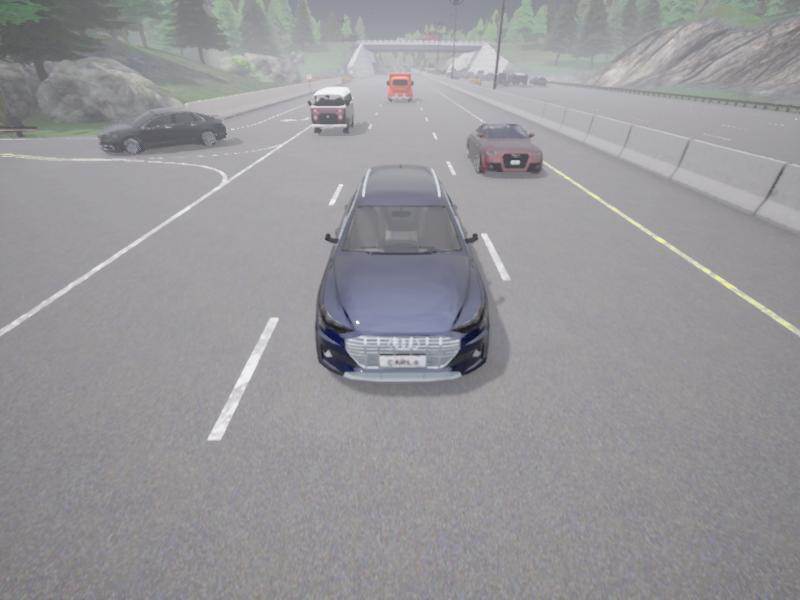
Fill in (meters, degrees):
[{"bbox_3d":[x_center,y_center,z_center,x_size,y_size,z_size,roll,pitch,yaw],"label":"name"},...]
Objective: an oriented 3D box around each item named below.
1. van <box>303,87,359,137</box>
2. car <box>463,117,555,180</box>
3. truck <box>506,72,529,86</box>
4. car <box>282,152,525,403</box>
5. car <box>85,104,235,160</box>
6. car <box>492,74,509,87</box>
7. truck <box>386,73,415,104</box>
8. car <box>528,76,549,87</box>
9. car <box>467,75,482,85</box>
[{"bbox_3d":[-3.486,-10.048,21.180,2.069,2.038,4.480,0,30,0],"label":"van"},{"bbox_3d":[3.508,-5.347,13.804,1.994,1.385,4.181,0,30,0],"label":"car"},{"bbox_3d":[21.031,-39.730,71.930,2.390,2.098,6.274,0,30,0],"label":"truck"},{"bbox_3d":[0.018,-0.857,5.861,2.033,1.649,4.856,0,30,0],"label":"car"},{"bbox_3d":[-9.847,-7.171,16.797,4.892,1.490,1.837,-24,41,-35],"label":"car"},{"bbox_3d":[17.532,-38.584,70.174,1.905,1.878,3.866,0,30,0],"label":"car"},{"bbox_3d":[0.018,-20.780,39.123,2.627,2.467,5.204,0,30,0],"label":"truck"},{"bbox_3d":[24.531,-38.907,71.106,2.128,1.511,4.902,0,30,0],"label":"car"},{"bbox_3d":[14.033,-41.470,75.428,1.801,1.575,5.366,0,30,0],"label":"car"}]
